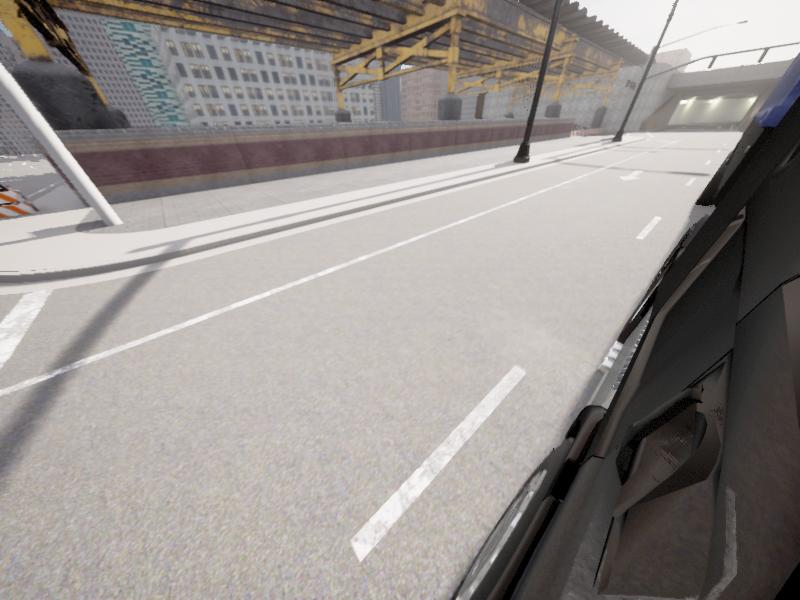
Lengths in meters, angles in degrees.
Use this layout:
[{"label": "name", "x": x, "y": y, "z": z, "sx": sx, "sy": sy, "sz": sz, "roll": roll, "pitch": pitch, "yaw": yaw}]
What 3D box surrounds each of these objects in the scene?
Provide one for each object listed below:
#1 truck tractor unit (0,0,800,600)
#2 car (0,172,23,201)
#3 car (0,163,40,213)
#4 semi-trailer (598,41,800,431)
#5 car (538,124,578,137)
[{"label": "truck tractor unit", "x": 2.645, "y": -0.295, "z": 0.352, "sx": 6.516, "sy": 4.208, "sz": 3.053, "roll": -28, "pitch": 44, "yaw": -30}, {"label": "car", "x": -18.301, "y": -4.088, "z": 8.534, "sx": 4.536, "sy": 1.218, "sz": 1.853, "roll": -8, "pitch": 37, "yaw": -8}, {"label": "car", "x": -18.245, "y": -3.969, "z": 8.636, "sx": 4.974, "sy": 1.542, "sz": 2.038, "roll": -8, "pitch": 37, "yaw": -8}, {"label": "semi-trailer", "x": 8.697, "y": -3.593, "z": 4.247, "sx": 14.254, "sy": 4.402, "sz": 2.717, "roll": -28, "pitch": 44, "yaw": -30}, {"label": "car", "x": 26.384, "y": -28.360, "z": 38.726, "sx": 4.974, "sy": 1.542, "sz": 2.038, "roll": 1, "pitch": 37, "yaw": 4}]
